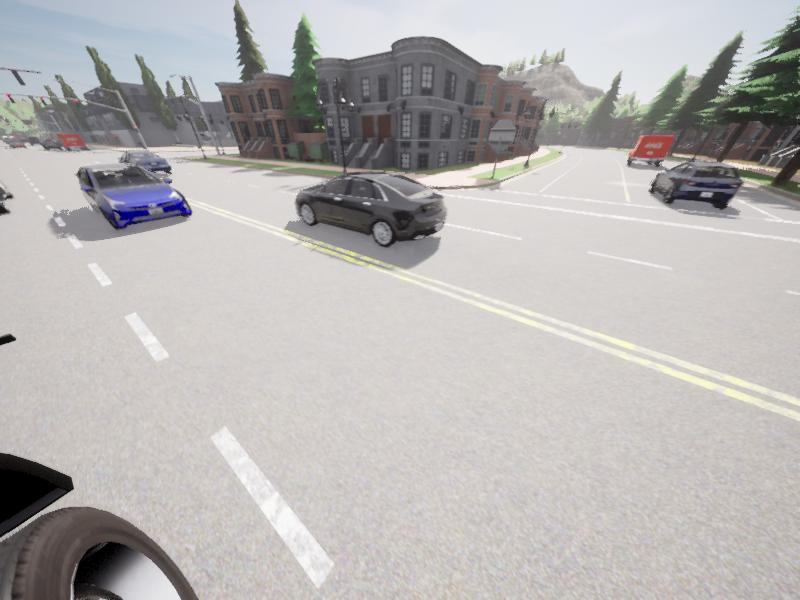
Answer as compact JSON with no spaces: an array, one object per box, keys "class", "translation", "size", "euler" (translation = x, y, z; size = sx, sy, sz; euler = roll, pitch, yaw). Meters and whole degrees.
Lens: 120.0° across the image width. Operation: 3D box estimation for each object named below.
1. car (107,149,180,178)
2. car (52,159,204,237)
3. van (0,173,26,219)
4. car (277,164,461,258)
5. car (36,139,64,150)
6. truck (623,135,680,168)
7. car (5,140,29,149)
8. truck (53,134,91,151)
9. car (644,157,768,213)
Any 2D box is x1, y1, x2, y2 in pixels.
[{"class":"car","translation":[-18.346,-9.818,16.484],"size":[5.357,1.411,2.033],"euler":[22,41,28]},{"class":"car","translation":[-8.912,-3.566,7.574],"size":[4.514,1.525,2.007],"euler":[22,41,28]},{"class":"van","translation":[-16.144,-4.418,7.943],"size":[6.366,2.431,2.351],"euler":[22,41,28]},{"class":"car","translation":[-1.037,-2.807,6.588],"size":[4.892,1.490,1.837],"euler":[22,41,28]},{"class":"car","translation":[-66.375,-29.484,43.785],"size":[4.856,1.649,2.033],"euler":[22,41,28]},{"class":"truck","translation":[25.068,-15.136,23.377],"size":[2.627,2.467,5.204],"euler":[23,41,28]},{"class":"car","translation":[-74.650,-30.360,45.031],"size":[3.633,1.501,1.845],"euler":[22,41,28]},{"class":"truck","translation":[-58.290,-28.002,41.030],"size":[5.204,2.467,2.627],"euler":[22,41,28]},{"class":"car","translation":[12.559,-5.126,9.942],"size":[1.816,1.474,4.193],"euler":[20,40,26]}]
